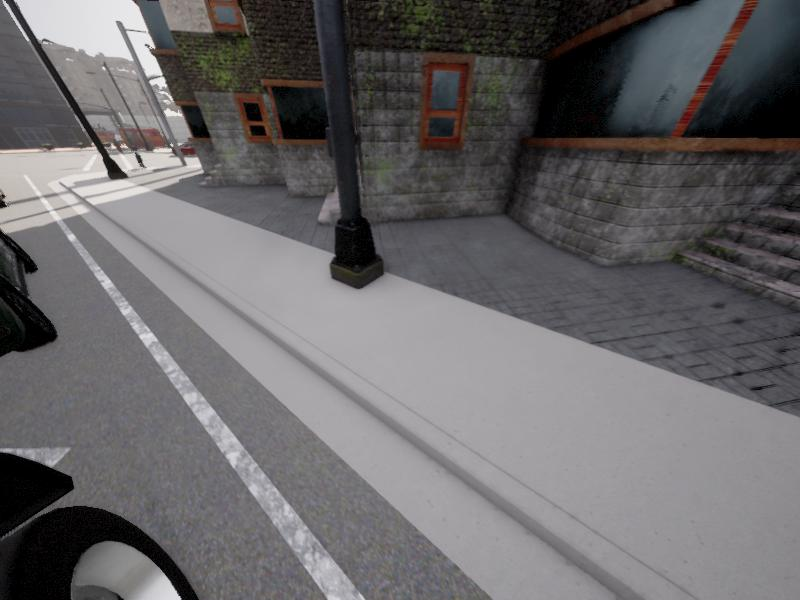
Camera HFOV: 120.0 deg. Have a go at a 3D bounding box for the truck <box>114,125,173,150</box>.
[{"bbox_3d":[-51.850,-33.224,47.274,2.891,3.827,8.468,-5,35,-7],"label":"truck"}]

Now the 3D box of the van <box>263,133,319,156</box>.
[{"bbox_3d":[-14.842,-21.589,31.978,6.366,2.431,2.351,-6,36,-8],"label":"van"}]

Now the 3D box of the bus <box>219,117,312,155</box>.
[{"bbox_3d":[-18.952,-23.871,33.694,10.273,4.253,3.944,-6,36,-8],"label":"bus"}]

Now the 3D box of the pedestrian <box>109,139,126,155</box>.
[{"bbox_3d":[-39.428,-21.411,32.289,0.751,1.860,0.751,-26,43,-32],"label":"pedestrian"}]

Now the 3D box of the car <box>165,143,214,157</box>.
[{"bbox_3d":[-27.601,-19.861,30.478,4.193,1.474,1.816,-6,36,-8],"label":"car"}]

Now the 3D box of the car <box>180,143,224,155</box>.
[{"bbox_3d":[-28.421,-21.786,33.297,4.181,1.385,1.994,-6,36,-8],"label":"car"}]

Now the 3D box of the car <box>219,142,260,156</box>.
[{"bbox_3d":[-21.635,-20.463,31.324,3.806,1.475,1.970,-6,36,-8],"label":"car"}]

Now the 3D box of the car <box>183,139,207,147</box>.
[{"bbox_3d":[-53.806,-41.389,60.820,2.038,1.542,4.974,-1,35,-3],"label":"car"}]

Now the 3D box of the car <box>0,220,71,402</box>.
[{"bbox_3d":[-6.717,-0.413,2.698,5.566,2.045,2.150,22,40,28],"label":"car"}]

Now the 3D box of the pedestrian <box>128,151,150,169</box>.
[{"bbox_3d":[-19.354,-10.386,17.153,0.500,1.100,0.500,8,36,11],"label":"pedestrian"}]

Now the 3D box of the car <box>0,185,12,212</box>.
[{"bbox_3d":[-16.557,-4.198,8.471,4.674,1.442,1.812,22,41,28],"label":"car"}]
